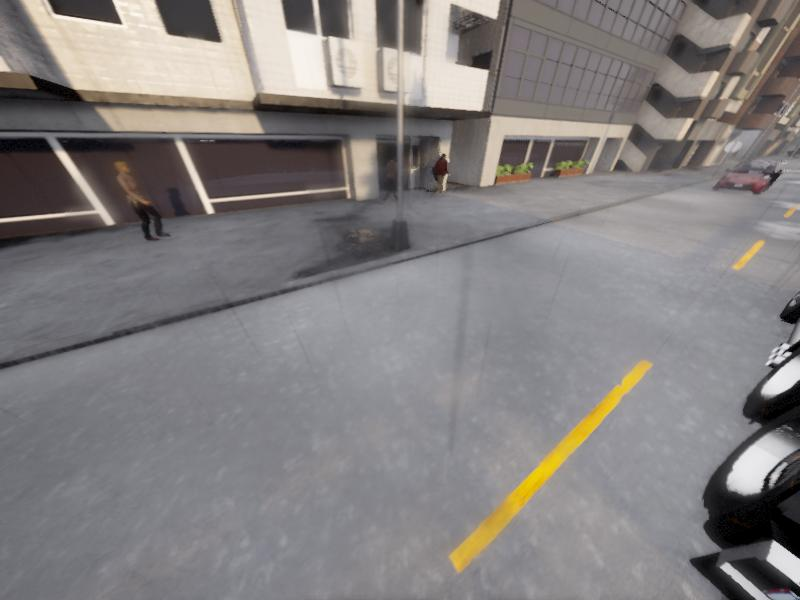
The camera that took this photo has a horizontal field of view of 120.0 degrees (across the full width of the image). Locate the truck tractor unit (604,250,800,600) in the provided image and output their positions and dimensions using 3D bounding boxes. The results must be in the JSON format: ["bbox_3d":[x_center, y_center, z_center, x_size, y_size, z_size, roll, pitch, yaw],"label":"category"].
[{"bbox_3d":[5.087,-0.324,0.815,6.516,4.208,3.053,-19,39,-25],"label":"truck tractor unit"}]

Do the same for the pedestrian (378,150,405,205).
[{"bbox_3d":[-0.329,-4.930,9.344,0.751,1.860,0.751,-22,40,-29],"label":"pedestrian"}]

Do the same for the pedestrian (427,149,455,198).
[{"bbox_3d":[1.834,-5.763,10.555,0.751,1.860,0.751,-21,40,-28],"label":"pedestrian"}]

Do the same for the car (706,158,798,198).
[{"bbox_3d":[18.739,-6.603,12.337,3.633,1.501,1.845,-19,39,-26],"label":"car"}]

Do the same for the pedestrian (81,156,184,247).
[{"bbox_3d":[-6.301,-2.374,5.616,0.751,1.860,0.751,-16,38,-22],"label":"pedestrian"}]
